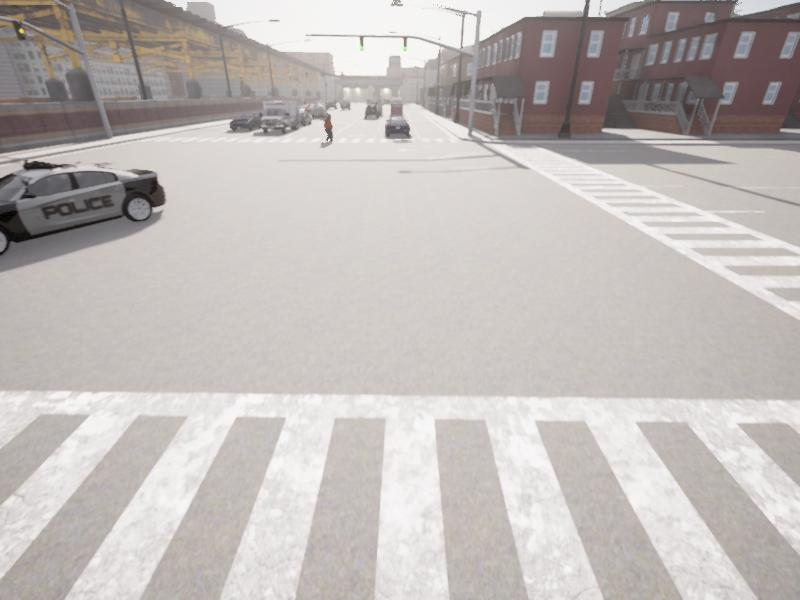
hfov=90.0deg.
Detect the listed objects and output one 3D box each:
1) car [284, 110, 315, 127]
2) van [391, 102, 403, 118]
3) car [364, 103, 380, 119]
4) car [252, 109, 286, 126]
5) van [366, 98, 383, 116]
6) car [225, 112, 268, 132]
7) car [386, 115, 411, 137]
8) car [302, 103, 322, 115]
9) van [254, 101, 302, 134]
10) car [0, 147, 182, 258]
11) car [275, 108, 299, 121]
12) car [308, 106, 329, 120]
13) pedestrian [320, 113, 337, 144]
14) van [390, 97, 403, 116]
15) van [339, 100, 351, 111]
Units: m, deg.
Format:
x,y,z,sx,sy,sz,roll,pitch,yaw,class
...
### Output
x,y,z,sx,sy,sz,roll,pitch,yaw,class
-10.838,-19.728,43.360,2.033,1.411,5.357,0,27,0,car
-0.463,-28.087,59.004,1.775,1.987,4.442,0,27,0,van
-3.937,-26.765,56.543,1.932,1.855,4.605,0,27,0,car
-14.347,-20.231,44.319,2.033,1.411,5.357,0,27,0,car
-3.990,-30.844,63.866,2.351,2.431,6.366,0,27,0,van
-14.296,-16.775,37.605,2.033,1.411,5.357,0,27,0,car
-0.190,-14.494,33.278,1.994,1.385,4.181,-1,27,-2,car
-14.510,-31.710,66.318,2.242,1.667,4.611,0,27,0,car
-10.785,-16.551,36.058,2.351,2.431,6.366,0,27,0,van
-8.357,-2.395,9.427,1.930,1.638,5.238,15,31,26,car
-14.404,-23.742,51.168,1.994,1.385,4.181,0,27,-1,car
-10.917,-25.205,53.890,1.837,1.490,4.892,0,27,0,car
-4.861,-11.675,27.184,0.751,1.860,0.751,11,29,20,pedestrian
-0.511,-31.459,64.959,1.988,2.561,5.915,0,27,0,van
-11.124,-39.684,81.486,1.775,1.987,4.442,0,27,0,van
